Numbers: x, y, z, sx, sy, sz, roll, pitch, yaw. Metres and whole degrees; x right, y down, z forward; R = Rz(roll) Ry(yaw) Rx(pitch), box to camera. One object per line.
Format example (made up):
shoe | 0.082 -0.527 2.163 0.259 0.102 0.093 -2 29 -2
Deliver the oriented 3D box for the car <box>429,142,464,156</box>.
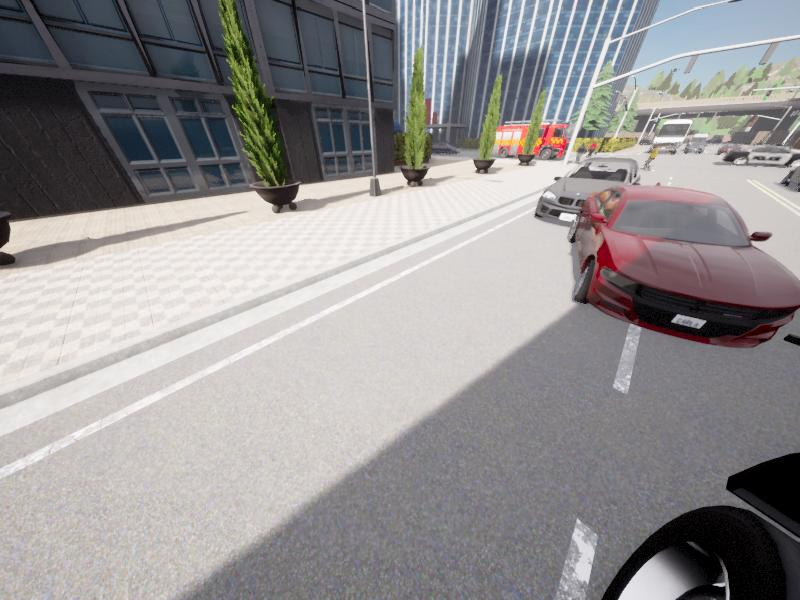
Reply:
car | 7.023 -23.375 35.665 4.856 1.649 2.033 29 45 35

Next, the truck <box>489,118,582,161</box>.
truck | 15.804 -19.310 27.912 2.891 3.827 8.468 -30 45 -35

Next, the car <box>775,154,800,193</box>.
car | 20.799 -6.159 11.152 1.789 1.549 3.705 29 44 35

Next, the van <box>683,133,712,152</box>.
van | 51.765 -27.468 40.336 1.988 2.561 5.915 30 45 35

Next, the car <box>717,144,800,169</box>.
car | 31.899 -12.393 19.851 5.238 1.638 1.930 29 44 35

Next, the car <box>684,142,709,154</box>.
car | 46.314 -23.827 36.155 1.812 1.442 4.674 30 45 35

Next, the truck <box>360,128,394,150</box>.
truck | -5.319 -36.819 52.962 8.468 3.827 2.891 29 45 35

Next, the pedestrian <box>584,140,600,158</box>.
pedestrian | 23.971 -18.825 28.822 0.751 1.860 0.751 11 37 15

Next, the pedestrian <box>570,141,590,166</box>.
pedestrian | 16.753 -13.627 21.493 0.751 1.860 0.751 30 45 35

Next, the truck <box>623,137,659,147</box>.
truck | 64.552 -42.501 61.913 6.274 2.098 2.390 30 45 35

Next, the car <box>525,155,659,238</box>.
car | 6.508 -3.747 7.751 4.611 1.667 2.242 -30 44 -35

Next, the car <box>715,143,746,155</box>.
car | 48.361 -22.190 33.879 4.181 1.385 1.994 -29 44 -35

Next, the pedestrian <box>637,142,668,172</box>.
pedestrian | 18.929 -10.742 17.375 0.751 1.860 0.751 20 40 26

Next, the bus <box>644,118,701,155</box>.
bus | 43.189 -25.918 36.714 3.944 4.253 10.273 30 45 35

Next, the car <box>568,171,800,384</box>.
car | 4.557 -1.218 4.275 1.882 1.535 5.008 18 39 24
